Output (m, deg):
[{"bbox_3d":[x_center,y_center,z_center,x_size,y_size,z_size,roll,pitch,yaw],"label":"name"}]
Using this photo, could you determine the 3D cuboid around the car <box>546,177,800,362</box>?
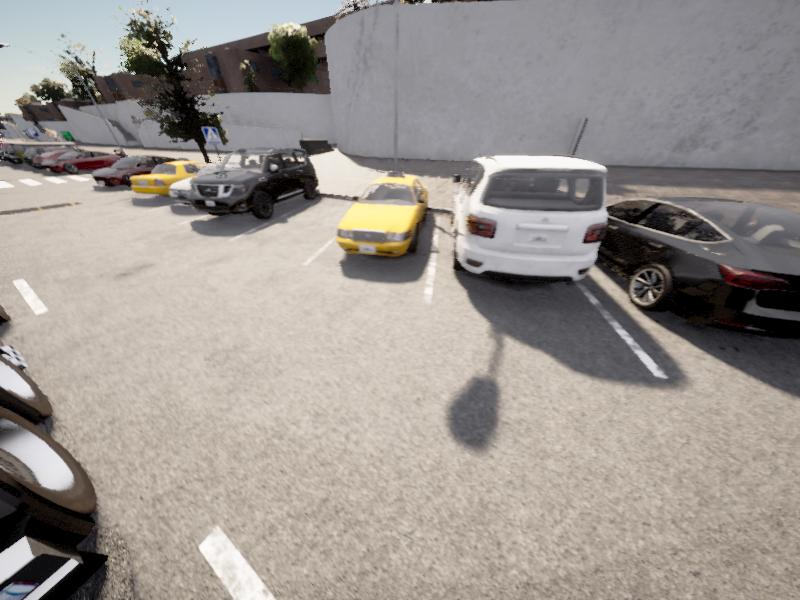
[{"bbox_3d":[5.026,-1.203,4.418,2.163,1.488,4.792,5,34,8],"label":"car"}]

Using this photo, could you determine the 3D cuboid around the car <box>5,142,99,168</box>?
[{"bbox_3d":[-33.907,-14.388,22.803,1.878,1.987,4.442,6,35,8],"label":"car"}]

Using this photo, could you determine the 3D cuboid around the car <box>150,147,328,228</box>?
[{"bbox_3d":[-5.369,-4.800,9.173,2.435,2.045,5.566,6,35,8],"label":"car"}]

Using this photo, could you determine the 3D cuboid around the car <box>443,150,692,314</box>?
[{"bbox_3d":[2.430,-2.277,5.503,2.435,2.045,5.566,6,35,8],"label":"car"}]

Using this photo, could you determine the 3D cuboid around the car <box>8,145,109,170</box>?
[{"bbox_3d":[-31.350,-13.360,21.520,2.185,1.767,4.553,6,35,8],"label":"car"}]

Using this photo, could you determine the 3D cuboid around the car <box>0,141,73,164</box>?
[{"bbox_3d":[-41.686,-16.845,26.271,1.878,1.987,4.442,6,35,8],"label":"car"}]

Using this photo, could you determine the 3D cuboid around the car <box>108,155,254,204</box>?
[{"bbox_3d":[-10.545,-6.442,11.953,1.946,1.575,5.366,6,35,8],"label":"car"}]

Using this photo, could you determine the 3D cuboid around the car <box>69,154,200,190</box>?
[{"bbox_3d":[-15.772,-8.030,14.253,2.163,1.488,4.792,6,35,8],"label":"car"}]

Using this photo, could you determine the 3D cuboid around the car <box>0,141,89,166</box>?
[{"bbox_3d":[-39.088,-16.052,25.109,2.435,2.045,5.566,6,35,8],"label":"car"}]

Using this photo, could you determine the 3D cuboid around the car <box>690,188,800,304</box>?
[{"bbox_3d":[7.633,-0.333,3.153,2.002,1.452,4.674,6,35,8],"label":"car"}]

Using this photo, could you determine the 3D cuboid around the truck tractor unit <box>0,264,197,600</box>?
[{"bbox_3d":[-5.118,-0.292,0.782,6.516,4.208,3.053,18,39,24],"label":"truck tractor unit"}]

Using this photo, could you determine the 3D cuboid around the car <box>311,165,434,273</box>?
[{"bbox_3d":[-0.203,-2.803,6.712,1.946,1.575,5.366,6,35,8],"label":"car"}]

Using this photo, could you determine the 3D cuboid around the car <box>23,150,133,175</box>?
[{"bbox_3d":[-26.164,-11.502,19.162,2.163,1.488,4.792,6,35,8],"label":"car"}]

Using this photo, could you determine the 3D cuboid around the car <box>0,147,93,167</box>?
[{"bbox_3d":[-36.511,-14.995,24.051,2.231,1.521,4.892,6,35,8],"label":"car"}]

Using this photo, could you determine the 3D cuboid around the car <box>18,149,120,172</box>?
[{"bbox_3d":[-28.766,-12.377,20.417,2.002,1.452,4.674,6,35,8],"label":"car"}]

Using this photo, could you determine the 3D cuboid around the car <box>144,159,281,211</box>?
[{"bbox_3d":[-7.969,-5.442,10.597,2.002,1.452,4.674,6,35,8],"label":"car"}]
